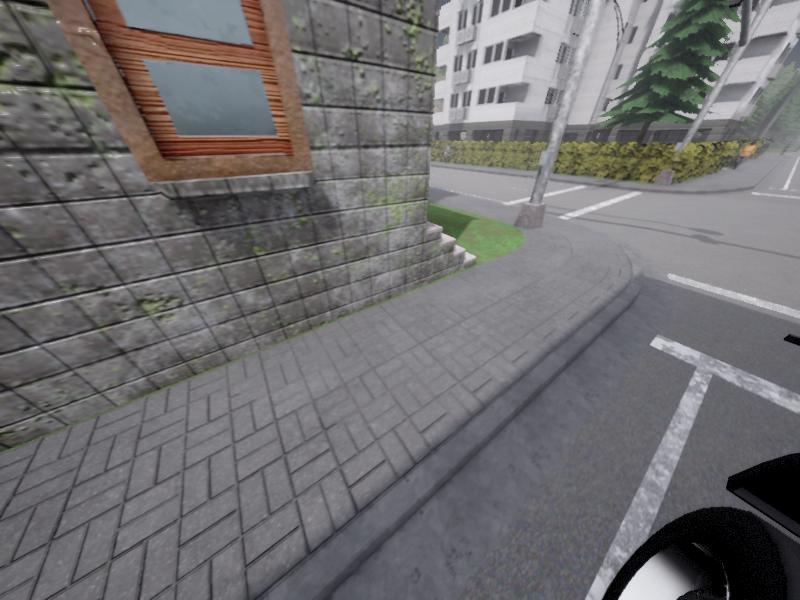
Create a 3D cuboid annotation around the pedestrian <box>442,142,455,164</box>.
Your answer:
[{"bbox_3d":[4.960,-15.164,23.771,0.751,1.860,0.751,-23,41,-29],"label":"pedestrian"}]

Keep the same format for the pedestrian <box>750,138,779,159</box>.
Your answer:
[{"bbox_3d":[38.418,-15.990,24.387,0.751,1.860,0.751,-18,39,-23],"label":"pedestrian"}]

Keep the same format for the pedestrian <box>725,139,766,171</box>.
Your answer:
[{"bbox_3d":[24.480,-10.284,16.396,0.751,1.860,0.751,-23,41,-28],"label":"pedestrian"}]

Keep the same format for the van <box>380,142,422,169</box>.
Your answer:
[{"bbox_3d":[0.003,-14.381,22.885,1.775,1.987,4.442,-22,40,-28],"label":"van"}]

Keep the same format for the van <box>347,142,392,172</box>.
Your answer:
[{"bbox_3d":[-2.827,-13.210,21.190,2.069,2.038,4.480,-22,42,-28],"label":"van"}]
